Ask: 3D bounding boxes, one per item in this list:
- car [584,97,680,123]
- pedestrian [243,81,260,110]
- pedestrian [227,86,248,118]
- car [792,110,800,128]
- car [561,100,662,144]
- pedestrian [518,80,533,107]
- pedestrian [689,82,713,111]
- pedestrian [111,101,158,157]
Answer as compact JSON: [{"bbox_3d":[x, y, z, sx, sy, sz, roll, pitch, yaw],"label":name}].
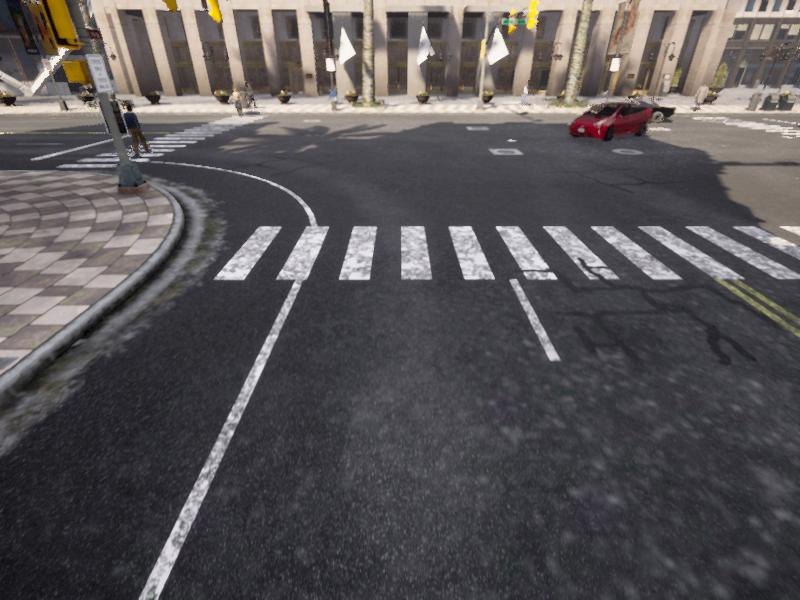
[{"bbox_3d":[14.392,-11.901,25.058,4.718,1.301,1.895,0,30,0],"label":"car"},{"bbox_3d":[-11.239,-15.460,30.226,0.751,1.860,0.751,-16,34,-25],"label":"pedestrian"},{"bbox_3d":[-10.791,-13.152,26.582,0.751,1.860,0.751,0,30,-1],"label":"pedestrian"},{"bbox_3d":[25.125,-10.191,21.943,4.892,1.490,1.837,0,30,0],"label":"car"},{"bbox_3d":[10.239,-8.711,19.376,4.514,1.525,2.007,-18,35,-28],"label":"car"},{"bbox_3d":[10.118,-16.654,32.273,0.751,1.860,0.751,3,30,5],"label":"pedestrian"},{"bbox_3d":[22.077,-14.950,29.365,0.751,1.860,0.751,24,38,35],"label":"pedestrian"},{"bbox_3d":[-9.966,-6.435,15.102,0.751,1.860,0.751,-1,30,-2],"label":"pedestrian"}]
